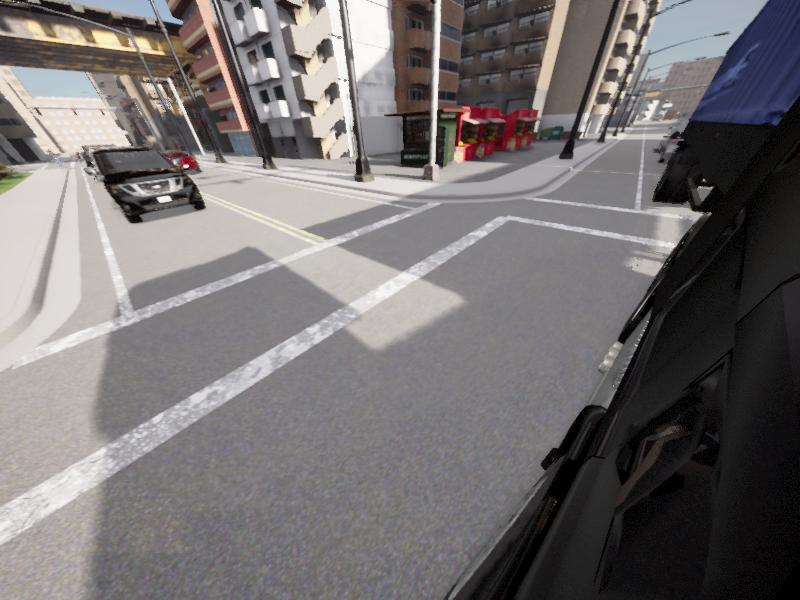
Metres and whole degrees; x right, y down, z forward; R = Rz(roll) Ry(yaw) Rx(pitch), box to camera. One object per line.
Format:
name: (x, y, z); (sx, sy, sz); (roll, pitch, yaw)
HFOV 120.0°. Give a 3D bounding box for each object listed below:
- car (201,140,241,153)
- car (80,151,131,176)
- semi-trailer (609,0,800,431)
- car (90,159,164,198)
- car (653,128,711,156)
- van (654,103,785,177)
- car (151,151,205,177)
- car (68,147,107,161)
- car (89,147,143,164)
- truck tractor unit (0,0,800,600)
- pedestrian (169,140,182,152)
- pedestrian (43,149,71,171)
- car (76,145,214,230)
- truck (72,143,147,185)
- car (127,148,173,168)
car: (-32.890, -28.353, 42.561); (1.930, 1.638, 5.238); (25, 45, 32)
car: (-26.749, -12.460, 20.963); (4.792, 1.488, 2.163); (26, 45, 33)
semi-trailer: (8.158, -3.911, 4.714); (2.717, 4.402, 14.254); (27, 46, 34)
car: (-15.171, -6.852, 12.802); (4.718, 1.301, 1.895); (26, 45, 33)
car: (21.527, -12.317, 17.877); (2.128, 1.511, 4.902); (25, 44, 32)
van: (15.300, -8.149, 11.736); (2.351, 2.431, 6.366); (25, 44, 32)
car: (-17.345, -10.708, 18.000); (4.674, 1.442, 1.812); (25, 45, 33)
car: (-53.908, -25.346, 40.014); (2.038, 1.542, 4.974); (-17, 39, -18)
car: (-38.800, -19.954, 31.815); (2.128, 1.511, 4.902); (-8, 37, -7)
truck tractor unit: (2.645, -0.295, 0.351); (6.516, 4.208, 3.053); (-28, 44, -30)
pedestrian: (-43.398, -29.738, 44.670); (0.751, 1.860, 0.751); (10, 39, 17)
pedestrian: (-36.040, -14.722, 24.276); (0.751, 1.860, 0.751); (23, 44, 30)
car: (-9.613, -4.491, 8.626); (5.566, 2.045, 2.150); (26, 45, 33)
truck: (-21.295, -10.110, 16.920); (6.274, 2.098, 2.390); (26, 45, 33)
car: (-26.549, -15.108, 24.499); (4.792, 1.488, 2.163); (24, 44, 31)
